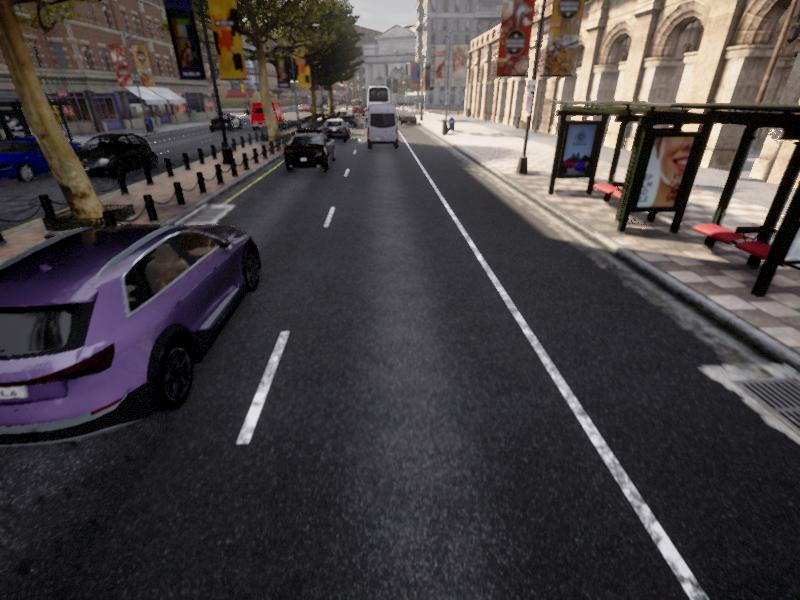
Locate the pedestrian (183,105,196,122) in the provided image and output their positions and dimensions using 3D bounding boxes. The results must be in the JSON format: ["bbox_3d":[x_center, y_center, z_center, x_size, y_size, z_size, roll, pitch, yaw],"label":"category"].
[{"bbox_3d":[-25.695,-22.713,48.789,0.751,1.860,0.751,0,27,0],"label":"pedestrian"}]

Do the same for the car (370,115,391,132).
[{"bbox_3d":[-1.914,-17.448,39.471,1.895,1.301,4.718,-1,27,-3],"label":"car"}]

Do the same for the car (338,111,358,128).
[{"bbox_3d":[-5.699,-19.953,44.162,1.837,1.490,4.892,-1,27,-3],"label":"car"}]

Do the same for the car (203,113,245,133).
[{"bbox_3d":[-16.894,-17.184,38.702,2.038,1.542,4.974,-1,27,-3],"label":"car"}]

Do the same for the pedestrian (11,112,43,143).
[{"bbox_3d":[-25.601,-11.845,27.485,0.751,1.860,0.751,0,27,-1],"label":"pedestrian"}]

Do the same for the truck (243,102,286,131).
[{"bbox_3d":[-13.497,-18.533,40.311,2.627,2.467,5.204,-1,27,-3],"label":"truck"}]

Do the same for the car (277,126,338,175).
[{"bbox_3d":[-4.225,-7.290,19.178,1.930,1.638,5.238,-1,26,-3],"label":"car"}]

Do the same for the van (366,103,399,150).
[{"bbox_3d":[-1.218,-12.024,27.469,1.988,2.561,5.915,-1,27,-3],"label":"van"}]

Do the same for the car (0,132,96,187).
[{"bbox_3d":[-15.600,-6.044,16.851,1.882,1.535,5.008,-1,27,-3],"label":"car"}]

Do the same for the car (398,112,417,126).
[{"bbox_3d":[0.879,-21.423,47.250,1.895,1.301,4.718,-1,27,-3],"label":"car"}]

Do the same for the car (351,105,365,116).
[{"bbox_3d":[-7.165,-32.582,68.781,2.152,1.651,5.027,-1,27,-3],"label":"car"}]

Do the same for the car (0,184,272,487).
[{"bbox_3d":[-3.402,-0.203,5.297,2.033,1.649,4.856,-1,27,-3],"label":"car"}]

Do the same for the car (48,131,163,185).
[{"bbox_3d":[-12.101,-6.101,16.885,1.851,1.617,3.988,-1,27,-3],"label":"car"}]

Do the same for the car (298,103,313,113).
[{"bbox_3d":[-19.514,-39.895,83.066,2.242,1.667,4.611,-1,27,-3],"label":"car"}]

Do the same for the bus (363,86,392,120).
[{"bbox_3d":[-3.238,-30.211,61.240,3.944,4.253,10.273,0,27,-1],"label":"bus"}]

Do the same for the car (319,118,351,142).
[{"bbox_3d":[-4.917,-13.176,30.898,1.970,1.475,3.806,-1,27,-3],"label":"car"}]
